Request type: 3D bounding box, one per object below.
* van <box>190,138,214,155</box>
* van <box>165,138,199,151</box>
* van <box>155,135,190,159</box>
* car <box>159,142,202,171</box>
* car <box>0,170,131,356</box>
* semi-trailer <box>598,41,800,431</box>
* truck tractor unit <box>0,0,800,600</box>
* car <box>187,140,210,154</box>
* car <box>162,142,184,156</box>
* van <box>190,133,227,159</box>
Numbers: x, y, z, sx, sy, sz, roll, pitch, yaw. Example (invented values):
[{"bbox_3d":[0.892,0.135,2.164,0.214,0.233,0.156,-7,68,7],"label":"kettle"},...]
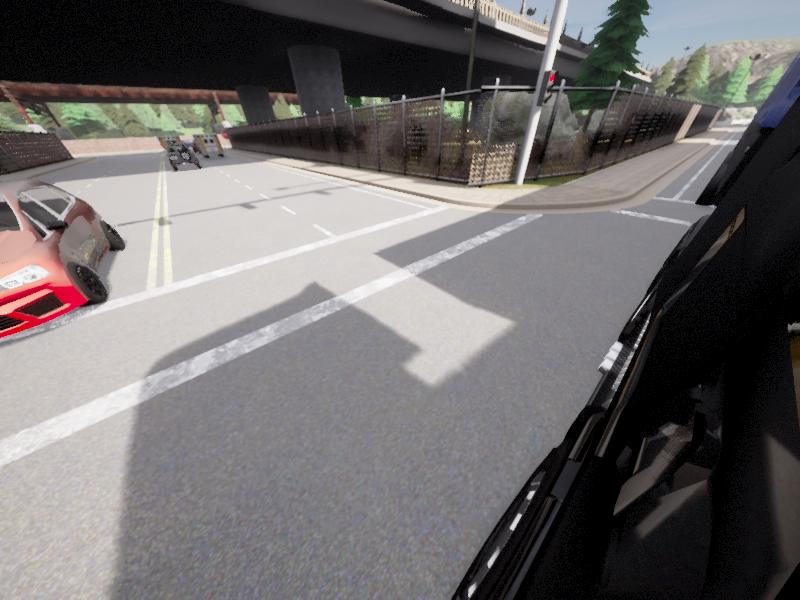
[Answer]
[{"bbox_3d":[-30.043,-23.327,35.083,1.775,1.987,4.442,-28,44,-30],"label":"van"},{"bbox_3d":[-46.087,-32.971,48.954,1.775,1.987,4.442,15,40,22],"label":"van"},{"bbox_3d":[-31.561,-21.299,32.063,2.351,2.431,6.366,-28,44,-30],"label":"van"},{"bbox_3d":[-19.163,-12.639,20.176,1.932,1.855,4.605,-28,44,-30],"label":"car"},{"bbox_3d":[-6.801,-0.895,3.850,2.242,1.667,4.611,-28,43,-30],"label":"car"},{"bbox_3d":[8.693,-3.599,4.247,14.254,4.402,2.717,-28,44,-30],"label":"semi-trailer"},{"bbox_3d":[2.645,-0.295,0.352,6.516,4.208,3.053,-28,44,-30],"label":"truck tractor unit"},{"bbox_3d":[-33.952,-25.916,38.946,2.097,1.767,4.553,-28,44,-30],"label":"car"},{"bbox_3d":[-36.401,-24.277,37.029,1.851,1.617,3.988,-28,44,-30],"label":"car"},{"bbox_3d":[-24.901,-20.000,29.948,2.351,2.431,6.366,-28,43,-30],"label":"van"}]
